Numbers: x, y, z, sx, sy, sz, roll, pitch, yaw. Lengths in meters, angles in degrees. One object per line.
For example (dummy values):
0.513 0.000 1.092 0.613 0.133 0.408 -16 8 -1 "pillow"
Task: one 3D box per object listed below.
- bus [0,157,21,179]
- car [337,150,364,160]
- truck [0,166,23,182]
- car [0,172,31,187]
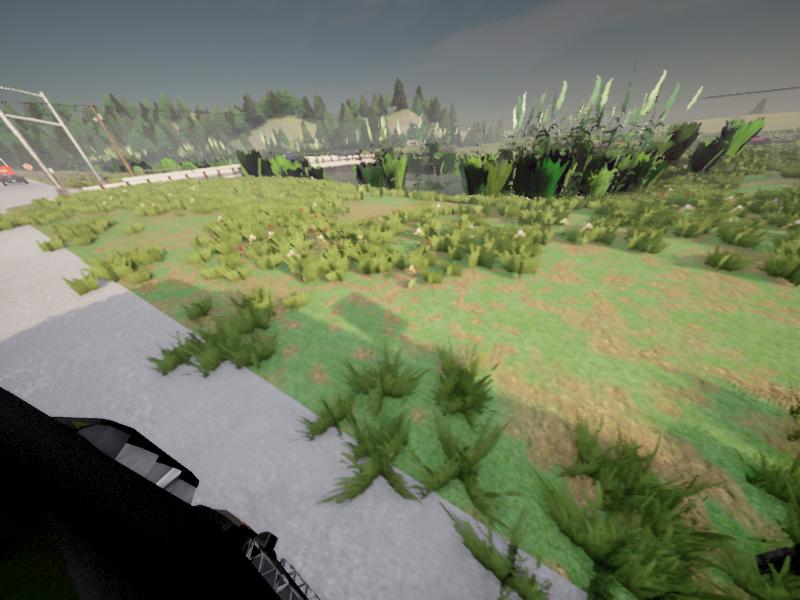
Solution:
-97.883 -32.037 56.233 10.273 4.253 3.944 18 39 28 "bus"
-8.642 -25.352 40.396 1.994 1.385 4.181 22 40 32 "car"
-76.325 -24.436 44.656 5.204 2.467 2.627 18 39 28 "truck"
-58.832 -18.335 35.072 5.027 1.651 2.152 18 39 28 "car"
